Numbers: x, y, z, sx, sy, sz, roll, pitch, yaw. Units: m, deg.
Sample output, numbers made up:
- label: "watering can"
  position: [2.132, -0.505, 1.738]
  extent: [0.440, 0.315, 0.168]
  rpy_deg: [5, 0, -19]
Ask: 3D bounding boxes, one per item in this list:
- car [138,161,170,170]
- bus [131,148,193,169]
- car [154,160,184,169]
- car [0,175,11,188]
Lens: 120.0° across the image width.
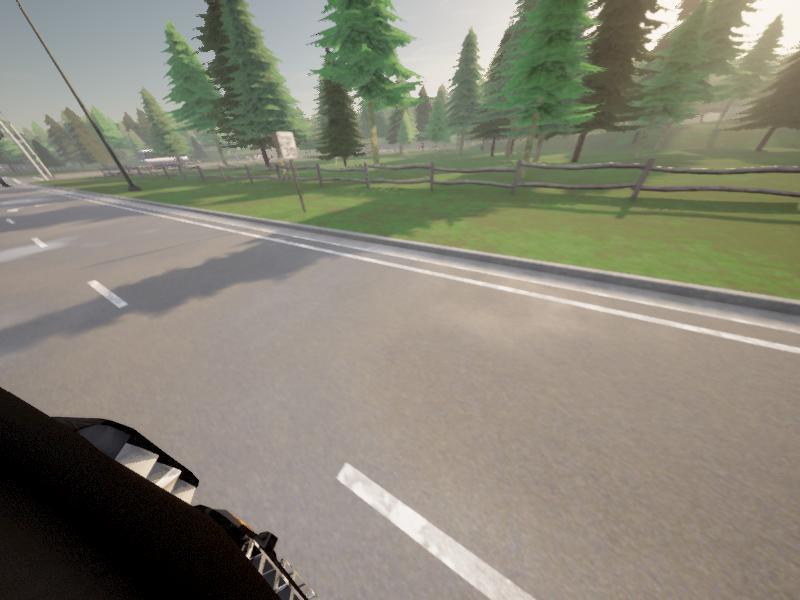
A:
- label: "car"
  position: [-63.199, -34.647, 59.440]
  extent: [2.033, 1.411, 5.357]
  rpy_deg: [15, 38, 25]
- label: "bus"
  position: [-64.322, -38.581, 62.836]
  extent: [3.944, 4.253, 10.273]
  rpy_deg: [15, 38, 25]
- label: "car"
  position: [-59.205, -34.820, 59.292]
  extent: [1.837, 1.490, 4.892]
  rpy_deg: [15, 38, 25]
- label: "car"
  position: [-51.638, -15.180, 28.843]
  extent: [5.566, 2.045, 2.150]
  rpy_deg: [17, 39, 27]
